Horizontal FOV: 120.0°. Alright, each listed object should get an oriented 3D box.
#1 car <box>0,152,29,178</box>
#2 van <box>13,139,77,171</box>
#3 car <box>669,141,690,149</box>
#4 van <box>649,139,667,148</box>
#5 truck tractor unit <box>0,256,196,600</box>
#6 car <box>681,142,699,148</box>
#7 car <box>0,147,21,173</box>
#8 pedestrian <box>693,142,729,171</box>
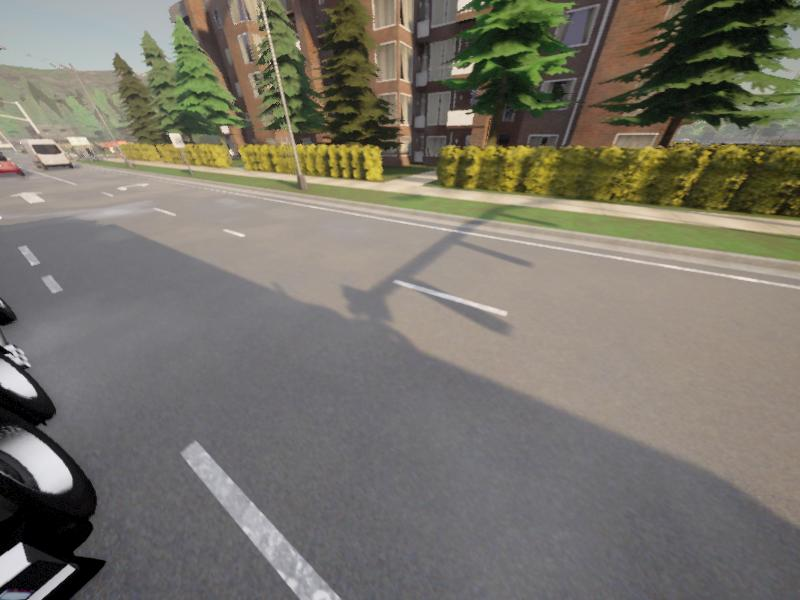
[{"bbox_3d":[-32.500,-10.889,18.617,3.988,1.617,1.851,19,39,26],"label":"car"},{"bbox_3d":[-36.321,-14.929,23.658,5.915,2.561,1.988,19,39,25],"label":"van"},{"bbox_3d":[75.759,-42.094,62.619,2.242,1.667,4.611,19,39,26],"label":"car"},{"bbox_3d":[75.800,-46.104,67.960,2.069,2.038,4.480,19,39,26],"label":"van"},{"bbox_3d":[-5.104,-0.306,0.801,6.516,4.208,3.053,19,39,25],"label":"truck tractor unit"},{"bbox_3d":[81.859,-43.862,65.236,1.994,1.385,4.181,19,39,26],"label":"car"},{"bbox_3d":[-38.588,-13.162,21.566,5.566,2.045,2.150,19,39,25],"label":"car"},{"bbox_3d":[23.901,-11.066,17.803,0.751,1.860,0.751,20,40,27],"label":"pedestrian"}]
